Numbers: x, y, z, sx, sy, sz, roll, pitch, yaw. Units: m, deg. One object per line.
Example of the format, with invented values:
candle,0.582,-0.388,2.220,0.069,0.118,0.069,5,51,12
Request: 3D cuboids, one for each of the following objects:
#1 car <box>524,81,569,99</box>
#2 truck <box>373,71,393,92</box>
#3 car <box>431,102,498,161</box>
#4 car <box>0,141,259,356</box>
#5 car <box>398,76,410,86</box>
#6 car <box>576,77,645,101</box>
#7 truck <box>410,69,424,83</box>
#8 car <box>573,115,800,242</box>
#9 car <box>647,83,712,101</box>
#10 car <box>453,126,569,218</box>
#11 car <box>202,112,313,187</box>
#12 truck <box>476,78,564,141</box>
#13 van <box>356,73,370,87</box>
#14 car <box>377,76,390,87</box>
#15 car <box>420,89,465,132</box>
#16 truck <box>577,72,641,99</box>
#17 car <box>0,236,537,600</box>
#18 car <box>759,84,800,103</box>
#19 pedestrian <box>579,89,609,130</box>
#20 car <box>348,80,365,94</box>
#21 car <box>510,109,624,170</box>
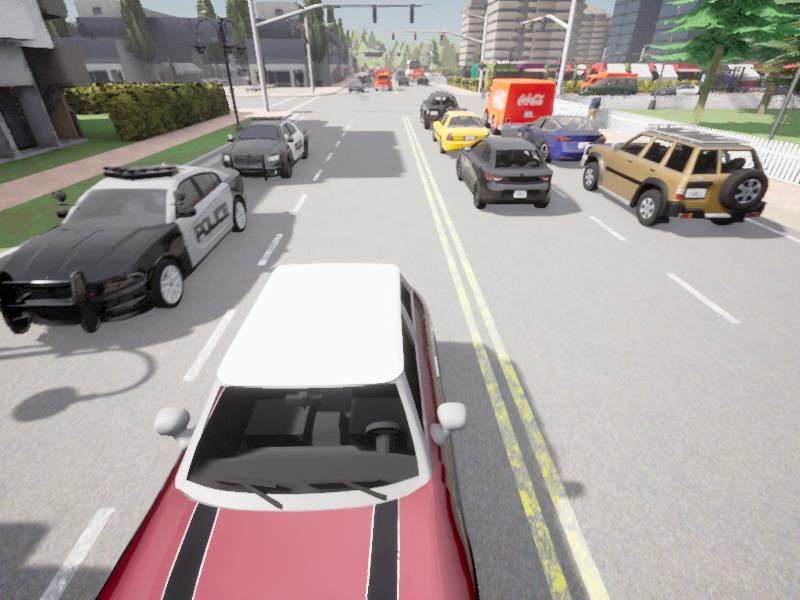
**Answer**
car,16.013,-23.058,43.880,3.988,1.617,1.851,0,30,-1
truck,-2.365,-30.886,56.405,2.627,2.467,5.204,-1,30,-1
car,2.462,-7.180,16.732,1.801,1.575,5.366,-1,30,-1
car,-4.208,-1.366,6.720,1.930,1.638,5.238,-1,30,-1
car,0.631,-39.324,71.854,2.007,1.525,4.514,-1,30,-1
car,21.420,-21.587,40.930,5.566,2.045,2.150,-2,30,-3
truck,3.665,-47.988,85.670,2.627,2.467,5.204,-1,30,-1
car,6.203,-3.123,9.496,1.932,1.855,4.605,-1,30,-1
car,28.861,-21.565,41.407,4.974,1.542,2.038,-2,30,-3
car,2.662,-3.612,10.731,1.816,1.474,4.193,-1,30,-1
car,-4.430,-5.215,13.417,2.038,1.542,4.974,-1,30,-1
truck,5.832,-9.889,20.486,2.627,2.467,5.204,-1,30,-1
van,-6.240,-37.277,67.773,2.069,2.038,4.480,-1,30,-1
car,-2.791,-37.945,69.471,2.163,1.488,4.792,-1,30,-1
car,2.261,-10.862,22.736,1.932,1.855,4.605,-1,30,-1
truck,22.801,-23.569,43.920,5.204,2.467,2.627,-1,30,-3
car,-0.555,0.925,2.965,1.970,1.475,3.806,-1,30,-1
car,38.143,-20.046,38.816,4.514,1.525,2.007,-2,30,-3
pedestrian,10.027,-9.873,20.715,0.751,1.860,0.751,0,30,-1
car,-5.739,-28.209,52.841,1.812,1.442,4.674,-1,30,-1
car,6.015,-6.245,15.232,2.163,1.488,4.792,-1,30,-1
